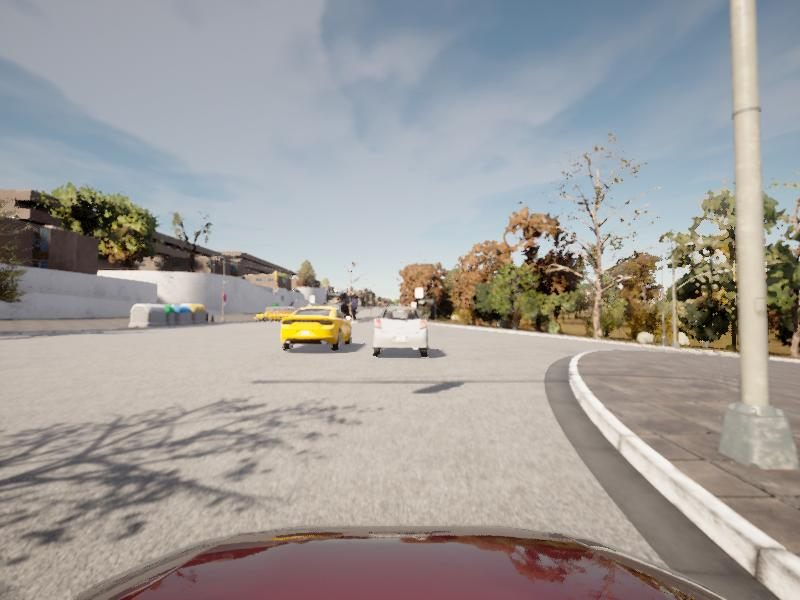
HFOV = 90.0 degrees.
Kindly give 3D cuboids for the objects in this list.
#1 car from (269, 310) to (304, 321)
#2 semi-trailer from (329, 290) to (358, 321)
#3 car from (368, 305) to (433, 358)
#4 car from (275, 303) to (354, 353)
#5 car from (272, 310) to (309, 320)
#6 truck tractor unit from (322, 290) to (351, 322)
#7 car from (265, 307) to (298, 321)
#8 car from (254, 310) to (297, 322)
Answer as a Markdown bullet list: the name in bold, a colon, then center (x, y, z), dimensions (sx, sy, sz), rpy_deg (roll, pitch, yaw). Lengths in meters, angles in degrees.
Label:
- **car**: center (-16.936, 2.284, 59.614), dimensions (4.792, 1.488, 2.163), rpy_deg (0, -1, -20)
- **semi-trailer**: center (-8.841, 0.913, 64.420), dimensions (2.717, 4.402, 14.254), rpy_deg (0, -1, 0)
- **car**: center (0.013, 0.973, 13.349), dimensions (1.845, 1.501, 3.633), rpy_deg (1, -2, 0)
- **car**: center (-2.986, 1.002, 15.086), dimensions (1.882, 1.535, 5.008), rpy_deg (1, -3, 0)
- **car**: center (-17.082, 2.323, 62.544), dimensions (5.366, 1.575, 1.946), rpy_deg (0, -1, -20)
- **truck tractor unit**: center (-8.838, 0.837, 56.497), dimensions (3.053, 4.208, 6.516), rpy_deg (0, -1, 0)
- **car**: center (-16.805, 1.959, 56.694), dimensions (4.442, 1.987, 1.878), rpy_deg (0, -2, -20)
- **car**: center (-16.740, 2.111, 53.731), dimensions (5.366, 1.575, 1.946), rpy_deg (0, -2, -20)
